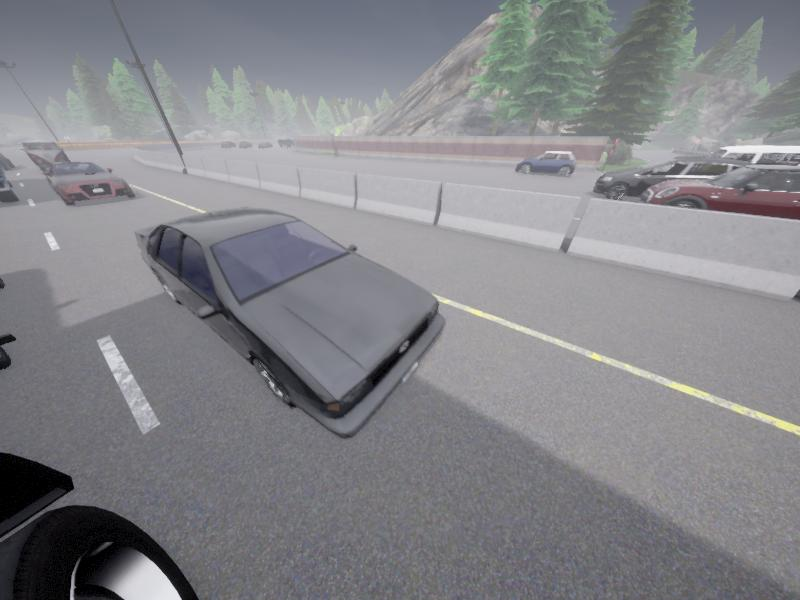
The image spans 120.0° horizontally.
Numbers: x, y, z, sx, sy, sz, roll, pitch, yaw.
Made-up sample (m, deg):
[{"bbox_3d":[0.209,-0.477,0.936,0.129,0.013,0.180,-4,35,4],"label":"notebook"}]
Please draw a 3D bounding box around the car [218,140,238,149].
[{"bbox_3d":[-37.827,-34.299,50.976,1.789,1.549,3.705,-3,36,-5],"label":"car"}]

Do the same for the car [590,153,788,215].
[{"bbox_3d":[11.180,-5.045,9.703,4.611,1.667,2.242,22,41,28],"label":"car"}]

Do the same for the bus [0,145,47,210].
[{"bbox_3d":[-19.499,-6.365,9.125,10.273,4.253,3.944,22,41,28],"label":"bus"}]

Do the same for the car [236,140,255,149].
[{"bbox_3d":[-34.481,-34.802,51.731,1.845,1.501,3.633,-3,35,-4],"label":"car"}]

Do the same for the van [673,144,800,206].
[{"bbox_3d":[16.131,-5.642,10.265,4.480,2.038,2.069,23,41,28],"label":"van"}]

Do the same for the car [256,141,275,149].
[{"bbox_3d":[-31.048,-35.929,53.491,1.994,1.385,4.181,-2,35,-3],"label":"car"}]

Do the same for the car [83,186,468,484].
[{"bbox_3d":[-2.074,-0.479,3.371,5.357,1.411,2.033,22,41,28],"label":"car"}]

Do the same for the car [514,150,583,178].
[{"bbox_3d":[10.791,-10.050,16.968,3.806,1.475,1.970,22,41,28],"label":"car"}]

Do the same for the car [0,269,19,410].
[{"bbox_3d":[-6.421,0.062,2.250,4.553,1.767,2.097,22,41,28],"label":"car"}]

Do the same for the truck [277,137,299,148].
[{"bbox_3d":[-27.569,-38.941,57.085,2.390,2.098,6.274,1,36,1],"label":"truck"}]

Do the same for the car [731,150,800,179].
[{"bbox_3d":[28.559,-10.510,17.705,2.128,1.511,4.902,21,40,27],"label":"car"}]

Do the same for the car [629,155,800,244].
[{"bbox_3d":[10.188,-3.040,6.740,4.553,1.767,2.097,22,41,28],"label":"car"}]

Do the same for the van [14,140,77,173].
[{"bbox_3d":[-27.375,-11.232,17.950,4.442,1.987,1.775,25,42,31],"label":"van"}]

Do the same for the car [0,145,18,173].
[{"bbox_3d":[-31.819,-10.693,17.429,4.611,1.667,2.242,27,43,33],"label":"car"}]

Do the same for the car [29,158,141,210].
[{"bbox_3d":[-13.413,-5.084,9.852,4.181,1.385,1.994,22,41,28],"label":"car"}]
